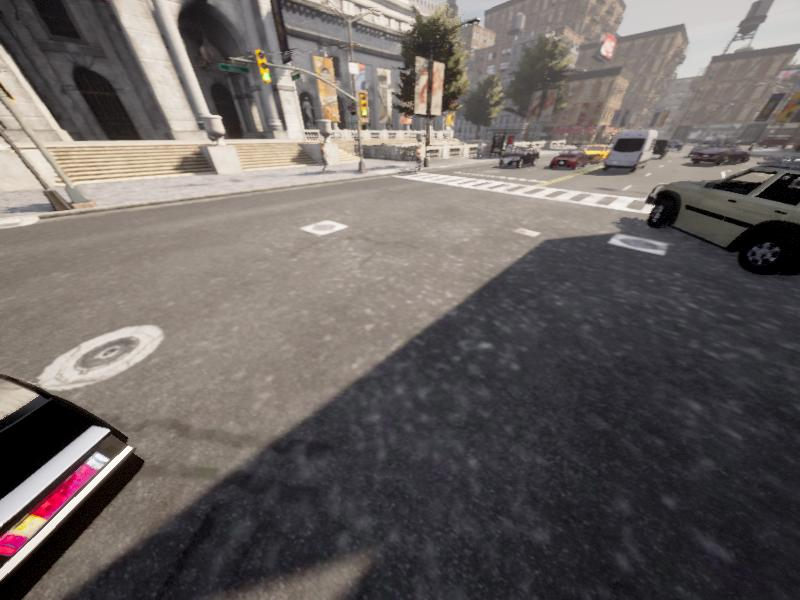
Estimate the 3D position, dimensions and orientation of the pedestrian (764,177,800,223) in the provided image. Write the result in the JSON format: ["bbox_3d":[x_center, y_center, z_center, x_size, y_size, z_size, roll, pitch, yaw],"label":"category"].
[{"bbox_3d":[12.416,-3.142,7.068,0.751,1.300,0.751,-19,39,-24],"label":"pedestrian"}]

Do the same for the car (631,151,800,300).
[{"bbox_3d":[8.096,-1.998,5.050,1.932,1.855,4.605,4,36,10],"label":"car"}]

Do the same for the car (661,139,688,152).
[{"bbox_3d":[46.287,-26.100,38.932,5.027,1.651,2.152,-27,43,-33],"label":"car"}]

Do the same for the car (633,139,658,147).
[{"bbox_3d":[58.662,-37.580,55.195,4.674,1.452,2.002,-14,37,-18],"label":"car"}]

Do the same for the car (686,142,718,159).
[{"bbox_3d":[36.201,-17.997,27.702,4.193,1.474,1.816,-28,43,-33],"label":"car"}]

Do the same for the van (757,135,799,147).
[{"bbox_3d":[76.801,-32.317,46.998,4.442,1.987,1.775,-2,35,-2],"label":"van"}]

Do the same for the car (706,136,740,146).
[{"bbox_3d":[77.791,-38.414,55.736,4.605,1.855,1.932,-2,35,-2],"label":"car"}]

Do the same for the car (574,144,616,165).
[{"bbox_3d":[19.871,-14.914,23.510,5.008,1.535,1.882,-29,44,-34],"label":"car"}]

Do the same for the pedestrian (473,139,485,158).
[{"bbox_3d":[9.338,-17.843,27.236,0.751,1.860,0.751,-20,40,-25],"label":"pedestrian"}]

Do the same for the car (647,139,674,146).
[{"bbox_3d":[64.046,-38.687,56.818,4.718,1.301,1.895,-8,36,-10],"label":"car"}]

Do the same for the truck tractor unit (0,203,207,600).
[{"bbox_3d":[-5.350,0.095,0.227,6.516,4.208,3.053,5,35,7],"label":"truck tractor unit"}]

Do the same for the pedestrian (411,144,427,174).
[{"bbox_3d":[1.391,-10.498,17.187,0.751,1.860,0.751,-27,43,-32],"label":"pedestrian"}]

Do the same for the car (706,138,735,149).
[{"bbox_3d":[60.123,-29.367,43.382,3.988,1.617,1.851,-17,38,-22],"label":"car"}]

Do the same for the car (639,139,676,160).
[{"bbox_3d":[29.731,-17.461,26.673,3.866,1.878,1.905,-28,43,-33],"label":"car"}]

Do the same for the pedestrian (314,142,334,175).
[{"bbox_3d":[-5.299,-9.906,16.180,0.751,1.860,0.751,29,45,35],"label":"pedestrian"}]

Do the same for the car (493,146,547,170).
[{"bbox_3d":[10.605,-12.621,20.413,4.902,1.511,2.128,-28,43,-33],"label":"car"}]

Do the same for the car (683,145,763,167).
[{"bbox_3d":[28.875,-12.936,20.694,5.357,1.411,2.033,-11,36,-15],"label":"car"}]

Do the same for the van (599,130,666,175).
[{"bbox_3d":[17.925,-11.471,17.781,5.915,2.561,1.988,-28,43,-33],"label":"van"}]

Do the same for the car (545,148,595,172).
[{"bbox_3d":[14.226,-11.768,19.273,4.181,1.385,1.994,-28,44,-34],"label":"car"}]
